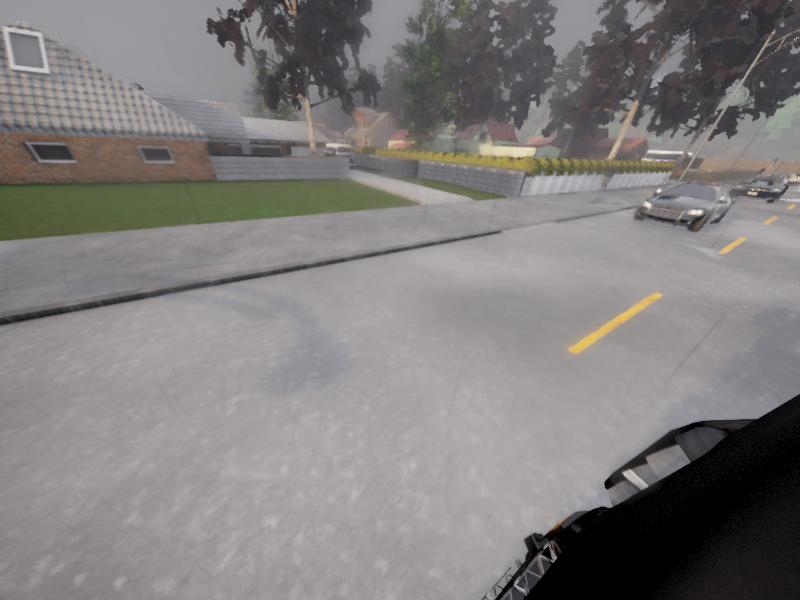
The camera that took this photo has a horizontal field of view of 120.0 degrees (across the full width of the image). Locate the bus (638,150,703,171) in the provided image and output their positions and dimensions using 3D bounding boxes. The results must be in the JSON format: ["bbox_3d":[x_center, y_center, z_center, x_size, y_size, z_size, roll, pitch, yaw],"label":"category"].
[{"bbox_3d":[74.028,-38.461,63.690,3.944,4.253,10.273,-16,38,-26],"label":"bus"}]

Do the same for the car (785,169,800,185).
[{"bbox_3d":[57.564,-17.443,32.867,4.605,1.855,1.932,-16,38,-26],"label":"car"}]

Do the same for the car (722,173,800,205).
[{"bbox_3d":[26.211,-8.138,16.731,5.027,1.651,2.152,-16,38,-27],"label":"car"}]

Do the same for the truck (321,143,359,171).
[{"bbox_3d":[-5.861,-13.900,22.365,2.069,2.038,4.478,-16,38,-26],"label":"truck"}]

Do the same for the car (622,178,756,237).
[{"bbox_3d":[11.798,-3.966,9.450,4.974,1.542,2.038,-16,38,-26],"label":"car"}]

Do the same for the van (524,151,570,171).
[{"bbox_3d":[24.383,-23.286,38.678,1.988,2.561,5.915,-16,38,-26],"label":"van"}]

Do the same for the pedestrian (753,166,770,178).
[{"bbox_3d":[65.351,-23.102,41.775,0.751,1.860,0.751,-17,38,-27],"label":"pedestrian"}]

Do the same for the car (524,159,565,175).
[{"bbox_3d":[17.179,-15.789,27.389,4.181,1.381,1.994,-16,38,-26],"label":"car"}]

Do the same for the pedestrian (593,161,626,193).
[{"bbox_3d":[14.262,-8.381,15.773,0.751,1.860,0.751,-16,38,-26],"label":"pedestrian"}]
